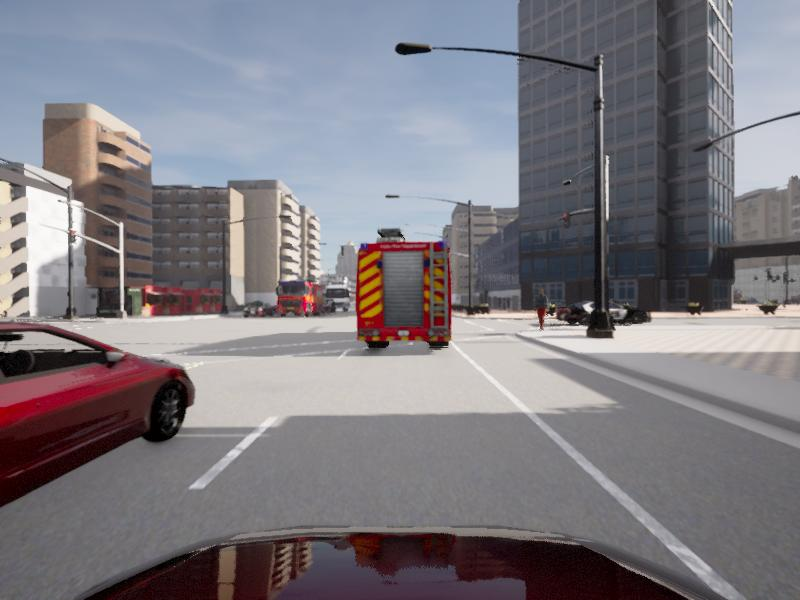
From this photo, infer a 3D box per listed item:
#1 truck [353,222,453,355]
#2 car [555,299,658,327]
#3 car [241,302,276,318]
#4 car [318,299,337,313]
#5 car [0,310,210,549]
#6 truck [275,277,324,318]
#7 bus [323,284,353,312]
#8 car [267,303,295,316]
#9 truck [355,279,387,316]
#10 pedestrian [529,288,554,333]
[{"bbox_3d":[0.540,-0.328,15.865,2.891,3.827,8.468,0,0,6],"label":"truck"},{"bbox_3d":[11.944,0.715,23.422,4.974,1.542,2.038,-1,0,0],"label":"car"},{"bbox_3d":[-13.695,0.943,38.989,1.970,1.475,3.806,0,0,1],"label":"car"},{"bbox_3d":[-10.093,0.858,55.846,1.905,1.878,3.866,0,-1,0],"label":"car"},{"bbox_3d":[-3.482,0.876,3.290,1.816,1.474,4.193,0,0,1],"label":"car"},{"bbox_3d":[-10.198,-0.235,41.639,2.891,3.827,8.468,0,0,0],"label":"truck"},{"bbox_3d":[-10.035,-0.216,65.808,3.944,4.253,10.273,0,-1,-3],"label":"bus"},{"bbox_3d":[-13.593,1.045,45.982,1.994,1.385,4.181,0,-1,1],"label":"car"},{"bbox_3d":[-3.143,-0.252,45.549,2.891,3.827,8.468,0,0,0],"label":"truck"},{"bbox_3d":[6.140,0.437,17.315,0.751,1.860,0.751,-1,0,-41],"label":"pedestrian"}]
